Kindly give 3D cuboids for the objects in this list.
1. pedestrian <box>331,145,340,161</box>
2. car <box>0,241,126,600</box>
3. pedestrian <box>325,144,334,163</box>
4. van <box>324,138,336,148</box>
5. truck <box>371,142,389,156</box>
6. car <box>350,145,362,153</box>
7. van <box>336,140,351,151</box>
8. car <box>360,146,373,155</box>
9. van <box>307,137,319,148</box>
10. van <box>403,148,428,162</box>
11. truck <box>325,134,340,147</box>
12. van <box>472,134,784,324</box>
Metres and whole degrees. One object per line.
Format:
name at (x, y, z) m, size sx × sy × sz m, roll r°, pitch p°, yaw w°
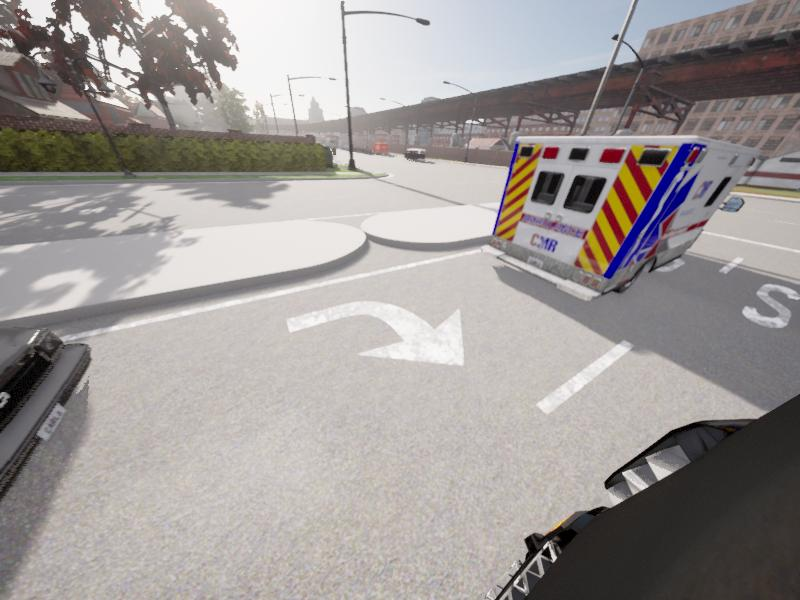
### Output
pedestrian at (-8.835, -20.074, 31.538) m, size 0.751 × 1.860 × 0.751 m, roll -16°, pitch 38°, yaw -27°
car at (-4.966, 1.262, 0.404) m, size 5.357 × 1.411 × 2.033 m, roll -16°, pitch 38°, yaw -26°
pedestrian at (-8.698, -18.091, 28.564) m, size 0.751 × 1.860 × 0.751 m, roll -16°, pitch 38°, yaw -26°
van at (-24.078, -53.830, 79.082) m, size 1.988 × 2.561 × 5.915 m, roll -16°, pitch 39°, yaw -26°
truck at (-5.120, -38.048, 58.185) m, size 2.627 × 2.467 × 5.204 m, roll -16°, pitch 39°, yaw -26°
car at (-11.834, -40.637, 62.071) m, size 1.789 × 1.549 × 3.705 m, roll -16°, pitch 39°, yaw -26°
van at (-16.911, -46.304, 69.015) m, size 2.351 × 2.431 × 6.366 m, roll -16°, pitch 39°, yaw -26°
car at (-8.345, -37.005, 57.158) m, size 1.789 × 1.549 × 3.705 m, roll -16°, pitch 39°, yaw -26°
van at (-26.939, -48.785, 71.501) m, size 1.988 × 2.561 × 5.915 m, roll -16°, pitch 39°, yaw -26°
van at (2.768, -27.153, 43.266) m, size 2.069 × 2.038 × 4.480 m, roll -22°, pitch 42°, yaw -33°
truck at (-25.392, -59.756, 86.429) m, size 2.891 × 3.827 × 8.468 m, roll -16°, pitch 39°, yaw -26°
van at (5.055, -1.997, 5.187) m, size 6.366 × 2.431 × 2.351 m, roll -16°, pitch 38°, yaw -26°
